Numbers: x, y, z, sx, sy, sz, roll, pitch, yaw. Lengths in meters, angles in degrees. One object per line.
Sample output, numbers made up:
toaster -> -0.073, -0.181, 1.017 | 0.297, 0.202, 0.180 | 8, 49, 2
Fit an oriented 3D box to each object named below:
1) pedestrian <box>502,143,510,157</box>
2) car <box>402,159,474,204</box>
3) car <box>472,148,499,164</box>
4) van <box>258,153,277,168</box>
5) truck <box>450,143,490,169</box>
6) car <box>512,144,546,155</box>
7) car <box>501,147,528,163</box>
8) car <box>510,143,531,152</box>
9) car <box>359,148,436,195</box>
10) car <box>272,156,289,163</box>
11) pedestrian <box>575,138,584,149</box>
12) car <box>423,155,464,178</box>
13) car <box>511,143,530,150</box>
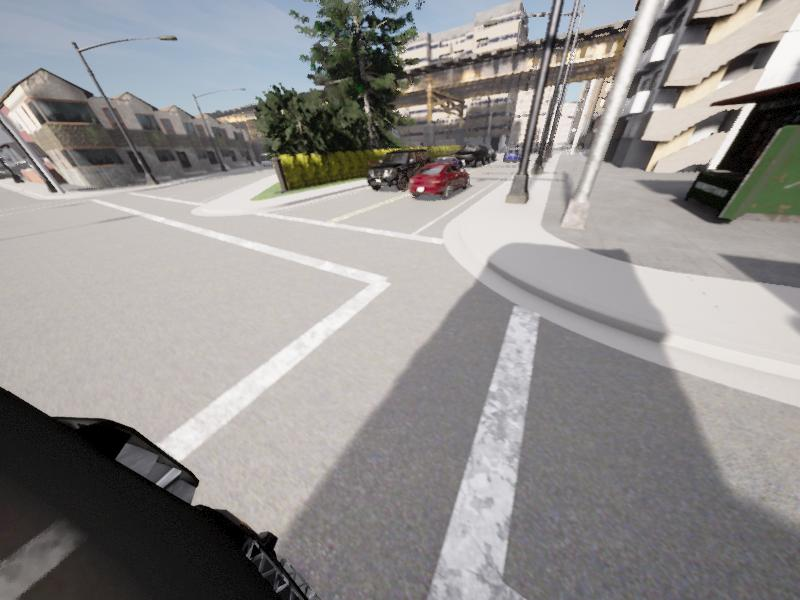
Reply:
pedestrian -> 17.239, -24.337, 37.609 | 0.751, 1.860, 0.751 | -1, 33, 3
car -> 2.092, -6.219, 11.855 | 1.812, 1.442, 4.674 | 16, 38, 27
car -> 11.496, -19.299, 30.855 | 2.163, 1.488, 4.792 | 16, 38, 26
van -> -30.390, -32.144, 53.096 | 1.988, 2.561, 5.915 | -10, 34, -10
truck -> 7.894, -15.993, 25.590 | 2.390, 2.098, 6.274 | 16, 38, 27
car -> 23.918, -28.039, 43.004 | 4.902, 1.511, 2.128 | -7, 34, -6
car -> 14.691, -18.637, 29.568 | 2.163, 1.488, 4.792 | 16, 38, 26
car -> 29.206, -37.033, 56.121 | 4.974, 1.542, 2.038 | -23, 38, -27
car -> 0.152, -8.346, 14.708 | 2.150, 2.045, 5.566 | 16, 38, 26
car -> -38.161, -44.794, 73.809 | 5.238, 1.638, 1.930 | 15, 38, 26
pedestrian -> 37.324, -32.547, 48.035 | 0.751, 1.860, 0.751 | 3, 34, 9
car -> 3.849, -11.669, 20.111 | 1.895, 1.301, 4.718 | 16, 38, 26
car -> 29.241, -37.183, 56.059 | 4.536, 1.218, 1.853 | -23, 38, -27
